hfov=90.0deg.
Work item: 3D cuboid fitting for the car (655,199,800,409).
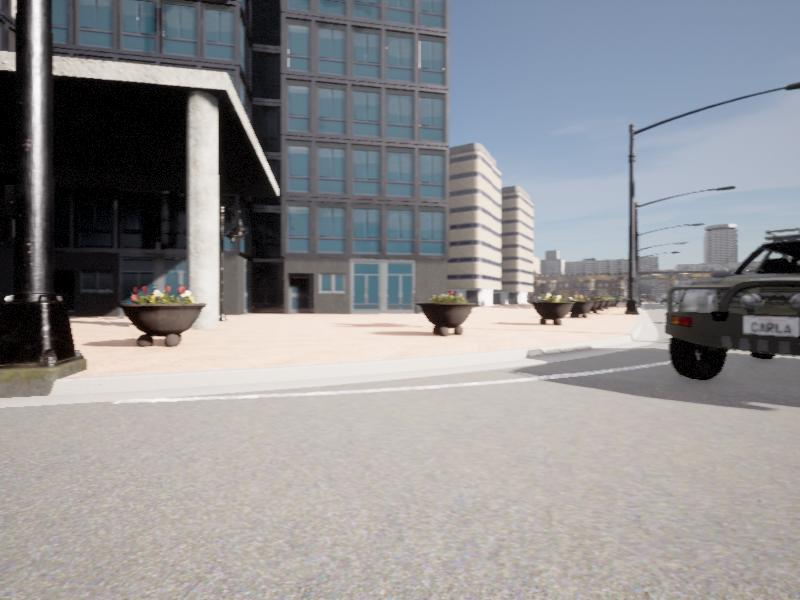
[{"bbox_3d":[5.300,0.043,5.041,4.605,1.855,1.932,0,1,-36],"label":"car"}]

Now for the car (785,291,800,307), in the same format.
[{"bbox_3d":[54.467,-0.122,54.217,2.150,2.045,5.566,0,0,31],"label":"car"}]

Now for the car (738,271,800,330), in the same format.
[{"bbox_3d":[13.639,0.020,14.377,1.905,1.878,3.866,0,0,35],"label":"car"}]
